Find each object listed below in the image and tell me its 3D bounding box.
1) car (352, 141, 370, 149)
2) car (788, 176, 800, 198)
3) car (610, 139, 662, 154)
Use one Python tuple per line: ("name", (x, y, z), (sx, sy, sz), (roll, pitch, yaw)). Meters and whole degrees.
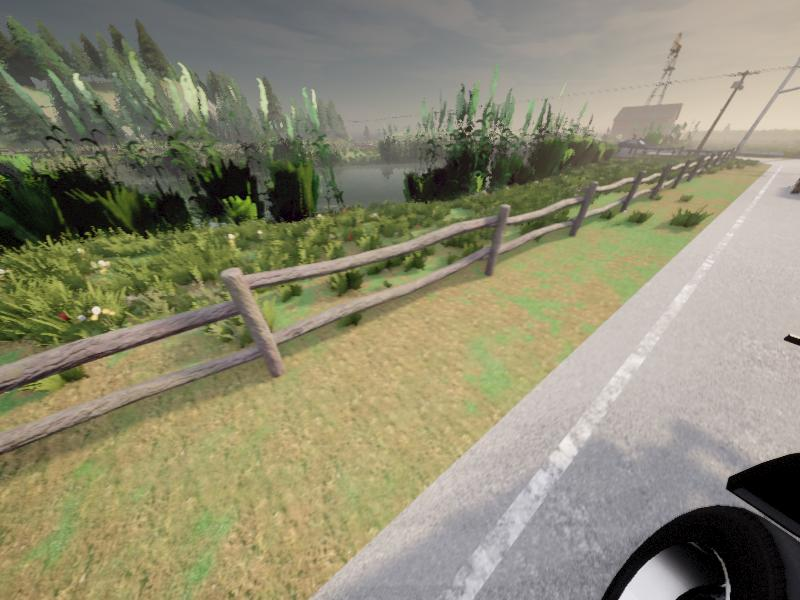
("car", (-9.695, -38.487, 57.340), (3.806, 1.475, 1.970), (-20, 40, -25))
("car", (19.720, -5.446, 10.291), (4.181, 1.385, 1.994), (-22, 41, -28))
("car", (32.827, -21.529, 32.309), (1.812, 1.442, 4.674), (-20, 42, -26))
